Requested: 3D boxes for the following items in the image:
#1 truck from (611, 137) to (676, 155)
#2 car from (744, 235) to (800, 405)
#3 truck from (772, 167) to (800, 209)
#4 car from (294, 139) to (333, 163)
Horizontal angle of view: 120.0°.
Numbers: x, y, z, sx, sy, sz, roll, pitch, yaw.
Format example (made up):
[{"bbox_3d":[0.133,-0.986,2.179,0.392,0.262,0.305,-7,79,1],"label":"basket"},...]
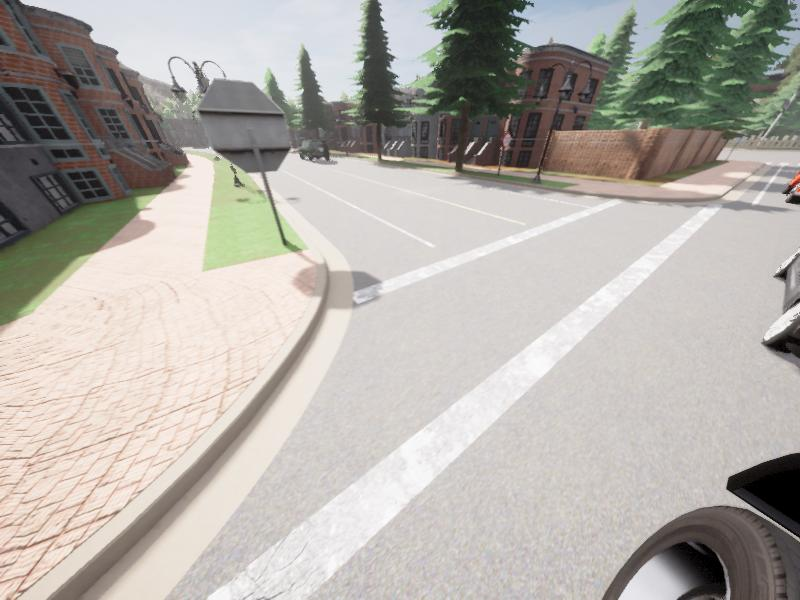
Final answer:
[{"bbox_3d":[37.438,-23.961,35.804,2.390,2.098,6.274,-22,41,-28],"label":"truck"},{"bbox_3d":[6.562,-0.185,2.701,5.238,1.638,1.930,-22,41,-28],"label":"car"},{"bbox_3d":[17.417,-4.930,8.638,5.204,2.467,2.627,-22,41,-28],"label":"truck"},{"bbox_3d":[-9.868,-16.976,26.211,2.150,2.045,5.566,-22,41,-28],"label":"car"}]
